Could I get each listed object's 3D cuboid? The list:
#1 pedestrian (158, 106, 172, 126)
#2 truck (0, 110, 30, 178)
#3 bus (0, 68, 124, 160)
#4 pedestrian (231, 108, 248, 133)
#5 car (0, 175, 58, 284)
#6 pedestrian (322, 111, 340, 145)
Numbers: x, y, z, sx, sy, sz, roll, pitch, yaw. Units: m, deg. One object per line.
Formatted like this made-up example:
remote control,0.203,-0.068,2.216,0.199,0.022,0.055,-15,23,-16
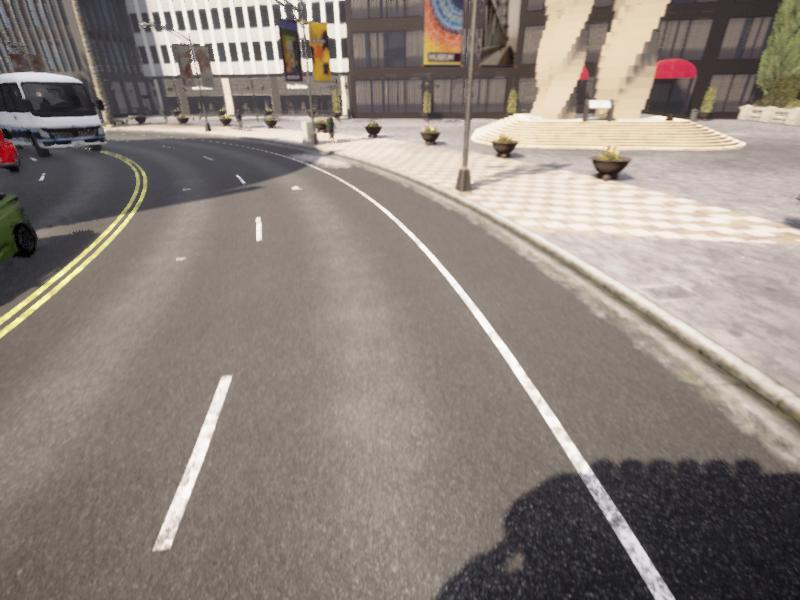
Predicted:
pedestrian,-25.308,-19.831,43.065,0.751,1.860,0.751,-22,34,-35
truck,-19.020,-7.054,17.923,2.627,2.467,5.204,-23,35,-37
bus,-22.091,-11.387,24.445,10.273,4.253,3.944,17,31,30
pedestrian,-13.682,-15.331,34.118,0.751,1.860,0.751,-25,36,-38
car,-8.310,-0.894,6.818,2.007,1.525,4.514,-8,28,-14
pedestrian,-4.370,-10.920,25.390,0.751,1.860,0.751,-16,31,-28
